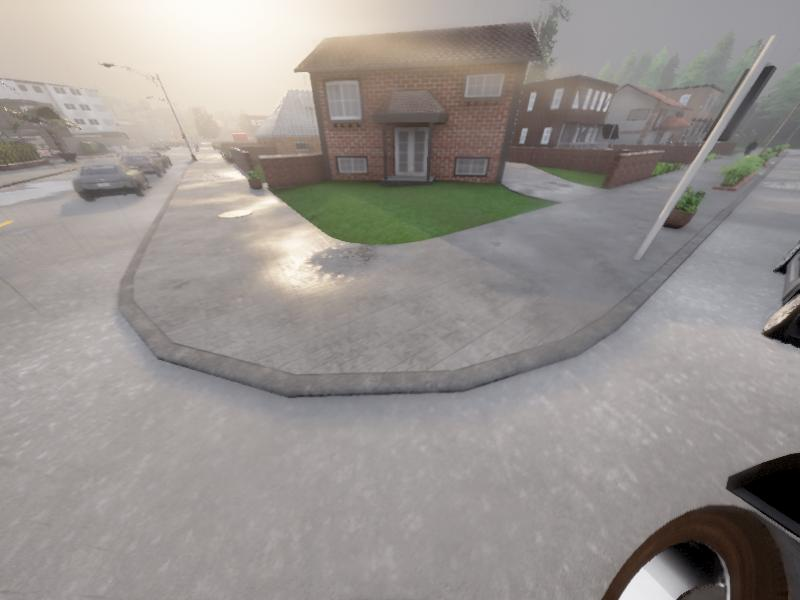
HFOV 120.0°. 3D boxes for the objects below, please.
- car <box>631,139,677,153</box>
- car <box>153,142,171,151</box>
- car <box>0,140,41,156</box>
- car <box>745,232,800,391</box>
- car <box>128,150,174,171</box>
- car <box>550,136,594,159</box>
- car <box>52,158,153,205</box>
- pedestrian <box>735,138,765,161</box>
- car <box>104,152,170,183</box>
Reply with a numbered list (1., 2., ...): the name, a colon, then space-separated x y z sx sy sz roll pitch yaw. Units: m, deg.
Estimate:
1. car: 35.103 -21.427 32.033 1.845 1.501 3.633 -22 41 -28
2. car: -55.088 -35.732 53.588 1.930 1.638 5.238 -22 41 -28
3. car: -58.527 -23.066 34.902 1.905 1.878 3.866 0 35 0
4. car: 6.785 -0.292 2.837 5.238 1.638 1.930 -22 41 -28
5. car: -22.477 -12.775 21.077 1.895 1.301 4.718 -21 40 -27
6. car: 18.287 -16.290 24.619 3.866 1.878 1.905 -22 41 -28
7. car: -13.825 -5.835 11.106 1.994 1.385 4.181 -24 42 -30
8. pedestrian: 34.141 -14.660 22.549 0.751 1.860 0.751 -22 40 -27
9. car: -18.328 -9.580 16.429 2.033 1.411 5.357 -22 41 -28
